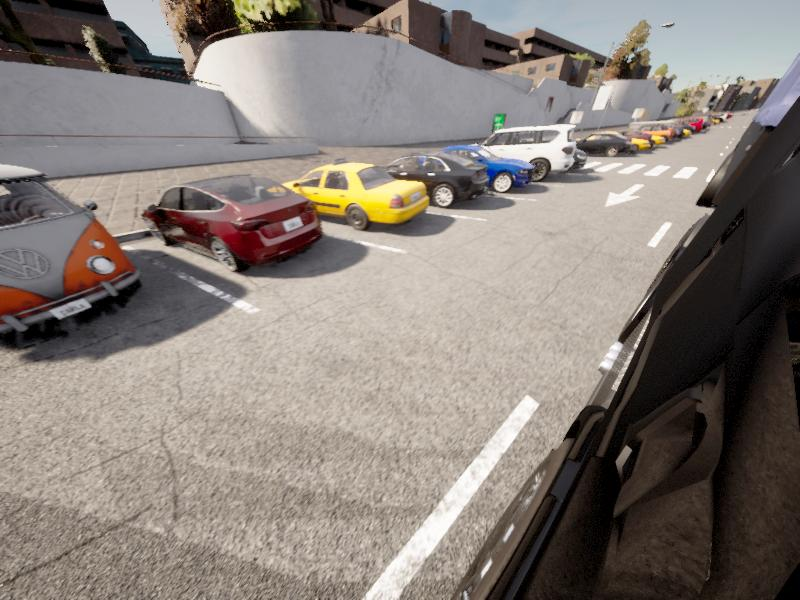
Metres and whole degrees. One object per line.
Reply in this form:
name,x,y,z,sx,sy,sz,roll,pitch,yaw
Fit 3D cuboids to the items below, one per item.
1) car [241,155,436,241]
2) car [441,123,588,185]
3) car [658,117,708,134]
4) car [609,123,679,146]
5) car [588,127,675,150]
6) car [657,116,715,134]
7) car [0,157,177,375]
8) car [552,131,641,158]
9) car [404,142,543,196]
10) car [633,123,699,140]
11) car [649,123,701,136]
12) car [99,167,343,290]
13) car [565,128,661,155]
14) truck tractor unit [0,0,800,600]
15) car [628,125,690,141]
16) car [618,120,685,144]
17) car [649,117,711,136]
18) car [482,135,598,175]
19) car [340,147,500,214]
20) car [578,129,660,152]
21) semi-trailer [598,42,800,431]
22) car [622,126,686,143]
car,-1.849,-3.260,6.810,5.366,1.575,1.946,17,41,25
car,5.122,-7.028,11.083,5.566,2.045,2.435,17,41,25
car,46.352,-28.624,37.995,4.442,1.987,1.878,17,41,25
car,25.725,-17.656,24.663,4.553,1.767,2.185,17,41,25
car,21.299,-15.133,21.662,5.366,1.575,1.946,17,40,25
car,48.557,-29.893,39.498,5.566,2.045,2.435,17,41,25
car,-6.158,-0.949,3.566,4.442,1.987,1.878,17,40,25
car,14.291,-11.572,17.245,4.674,1.452,2.002,17,41,25
car,2.875,-5.621,9.730,5.008,1.535,2.097,17,40,25
car,35.005,-22.332,30.669,5.366,1.575,1.946,17,40,25
car,41.696,-25.990,35.231,4.674,1.452,2.002,17,41,25
car,-3.995,-1.985,5.268,4.792,1.488,2.163,17,41,25
car,16.732,-12.754,18.649,5.366,1.575,1.946,17,40,25
truck tractor unit,2.645,-0.295,0.351,6.516,4.208,3.053,-28,44,-30
car,32.530,-21.147,29.279,4.792,1.488,2.163,17,41,25
car,28.089,-18.916,26.079,4.442,1.987,1.878,17,40,25
car,43.937,-27.453,36.555,5.566,2.045,2.435,17,41,25
car,7.439,-8.024,12.730,4.892,1.521,2.231,17,40,25
car,0.599,-4.410,8.226,4.892,1.521,2.231,17,41,25
car,18.827,-13.972,20.262,4.792,1.488,2.163,17,41,25
semi-trailer,8.704,-3.574,4.261,14.254,4.402,2.717,-28,44,-30
car,30.276,-19.928,27.773,4.674,1.452,2.002,17,41,25
